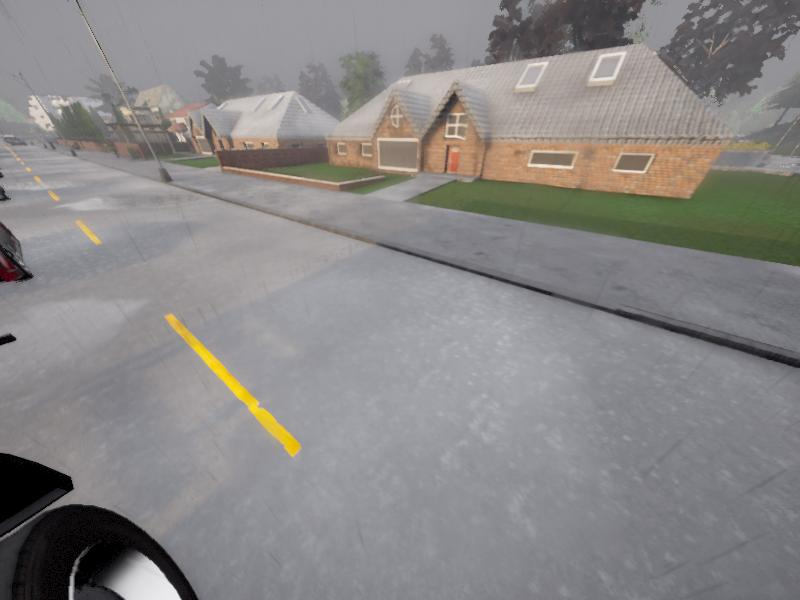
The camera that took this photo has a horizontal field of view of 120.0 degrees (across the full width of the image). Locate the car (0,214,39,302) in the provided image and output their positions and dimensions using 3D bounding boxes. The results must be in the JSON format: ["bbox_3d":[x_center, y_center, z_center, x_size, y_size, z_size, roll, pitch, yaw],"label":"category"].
[{"bbox_3d":[-8.666,-0.960,3.998,4.181,1.385,1.994,22,41,28],"label":"car"}]

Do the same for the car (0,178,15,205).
[{"bbox_3d":[-17.742,-4.740,9.133,4.514,1.525,2.007,22,41,28],"label":"car"}]

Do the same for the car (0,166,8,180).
[{"bbox_3d":[-26.427,-8.294,14.088,4.514,1.525,2.007,22,41,28],"label":"car"}]

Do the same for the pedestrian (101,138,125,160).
[{"bbox_3d":[-30.226,-15.918,24.347,0.751,1.860,0.751,23,41,29],"label":"pedestrian"}]

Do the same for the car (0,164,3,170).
[{"bbox_3d":[-32.881,-10.915,17.787,4.193,1.474,1.816,22,41,28],"label":"car"}]
